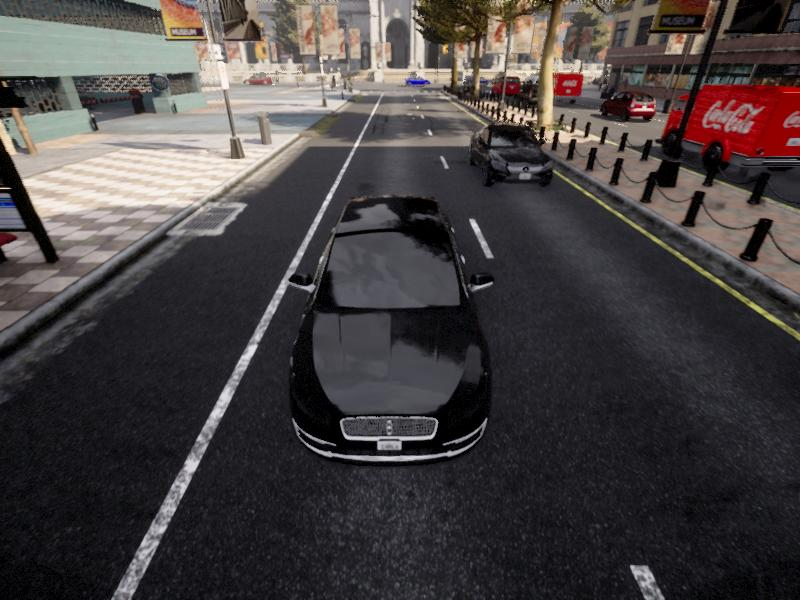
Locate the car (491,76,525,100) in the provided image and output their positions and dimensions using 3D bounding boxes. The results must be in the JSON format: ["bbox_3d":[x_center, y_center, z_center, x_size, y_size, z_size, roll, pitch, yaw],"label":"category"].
[{"bbox_3d":[11.155,-22.249,41.887,2.150,2.045,5.566,1,30,1],"label":"car"}]

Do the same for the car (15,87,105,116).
[{"bbox_3d":[-23.688,-14.073,28.209,2.128,1.511,4.902,0,30,0],"label":"car"}]

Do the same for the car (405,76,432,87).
[{"bbox_3d":[2.982,-35.793,65.522,4.193,1.474,1.816,0,30,0],"label":"car"}]

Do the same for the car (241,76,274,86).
[{"bbox_3d":[-24.325,-37.553,68.502,4.792,1.488,2.163,0,30,0],"label":"car"}]

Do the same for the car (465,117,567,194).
[{"bbox_3d":[3.333,-4.692,12.548,1.812,1.442,4.674,0,30,0],"label":"car"}]

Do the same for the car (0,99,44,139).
[{"bbox_3d":[-19.494,-8.185,18.256,2.161,1.482,4.786,0,30,0],"label":"car"}]

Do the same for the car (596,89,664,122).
[{"bbox_3d":[14.851,-12.723,26.089,1.851,1.617,3.988,-1,30,-2],"label":"car"}]

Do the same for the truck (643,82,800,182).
[{"bbox_3d":[11.350,-5.910,13.618,2.627,2.467,5.204,0,30,0],"label":"truck"}]

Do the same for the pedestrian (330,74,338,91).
[{"bbox_3d":[-8.447,-27.811,51.184,0.751,1.860,0.751,3,31,6],"label":"pedestrian"}]

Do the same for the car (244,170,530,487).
[{"bbox_3d":[-0.095,-0.328,5.055,1.837,1.490,4.892,0,30,0],"label":"car"}]

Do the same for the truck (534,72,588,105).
[{"bbox_3d":[14.703,-19.625,37.017,2.627,2.467,5.204,0,31,0],"label":"truck"}]

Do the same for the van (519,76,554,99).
[{"bbox_3d":[14.669,-23.058,43.276,2.069,2.038,4.480,0,30,0],"label":"van"}]

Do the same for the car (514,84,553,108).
[{"bbox_3d":[11.229,-17.314,33.910,1.851,1.617,3.988,0,30,0],"label":"car"}]

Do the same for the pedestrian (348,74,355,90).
[{"bbox_3d":[-6.400,-28.648,52.613,0.751,1.860,0.751,-1,30,-1],"label":"pedestrian"}]

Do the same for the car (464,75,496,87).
[{"bbox_3d":[13.053,-35.864,65.493,4.856,1.649,2.033,0,30,0],"label":"car"}]

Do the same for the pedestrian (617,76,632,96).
[{"bbox_3d":[24.465,-23.336,43.589,0.751,1.860,0.751,-2,30,-4],"label":"pedestrian"}]
